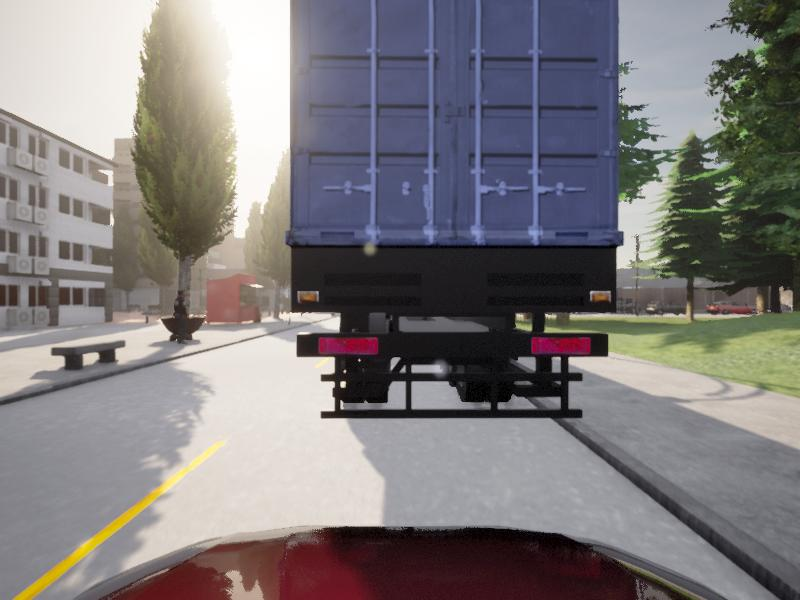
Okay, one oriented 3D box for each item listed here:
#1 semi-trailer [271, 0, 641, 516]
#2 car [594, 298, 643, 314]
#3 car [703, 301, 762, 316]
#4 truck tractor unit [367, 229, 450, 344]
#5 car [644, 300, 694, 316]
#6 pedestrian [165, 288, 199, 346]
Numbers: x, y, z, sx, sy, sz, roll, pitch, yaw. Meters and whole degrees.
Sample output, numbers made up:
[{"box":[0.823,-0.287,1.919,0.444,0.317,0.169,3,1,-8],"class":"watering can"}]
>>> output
[{"box":[0.343,-0.607,10.067,2.717,4.402,14.254,0,0,-1],"class":"semi-trailer"},{"box":[24.950,0.695,45.792,4.605,1.855,1.932,0,0,0],"class":"car"},{"box":[34.553,0.867,41.610,4.514,1.525,2.007,0,0,-1],"class":"car"},{"box":[0.241,-0.504,17.978,3.053,4.208,6.516,0,0,-1],"class":"truck tractor unit"},{"box":[28.050,0.827,41.779,3.988,1.617,1.851,0,0,0],"class":"car"},{"box":[-7.242,0.546,13.303,0.751,1.860,0.751,0,0,34],"class":"pedestrian"}]
